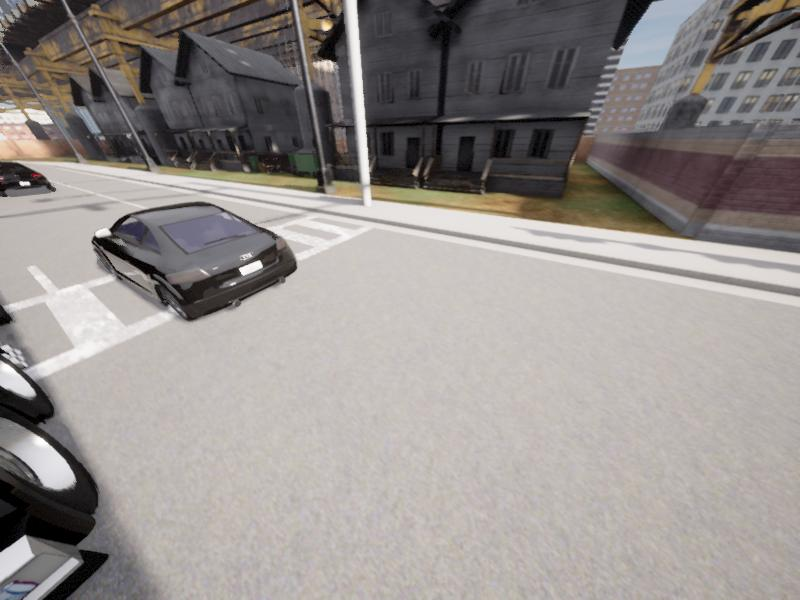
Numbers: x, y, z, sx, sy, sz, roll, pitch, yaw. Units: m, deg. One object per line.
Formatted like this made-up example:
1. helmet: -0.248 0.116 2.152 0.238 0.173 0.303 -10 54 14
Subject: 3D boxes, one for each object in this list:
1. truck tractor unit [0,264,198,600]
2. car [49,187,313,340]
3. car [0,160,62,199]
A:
1. truck tractor unit: -5.120 -0.291 0.778 6.516 4.208 3.053 18 39 24
2. car: -4.064 -1.094 4.430 4.181 1.385 1.994 18 39 24
3. car: -21.112 -6.641 12.521 4.674 1.442 1.812 16 38 22
